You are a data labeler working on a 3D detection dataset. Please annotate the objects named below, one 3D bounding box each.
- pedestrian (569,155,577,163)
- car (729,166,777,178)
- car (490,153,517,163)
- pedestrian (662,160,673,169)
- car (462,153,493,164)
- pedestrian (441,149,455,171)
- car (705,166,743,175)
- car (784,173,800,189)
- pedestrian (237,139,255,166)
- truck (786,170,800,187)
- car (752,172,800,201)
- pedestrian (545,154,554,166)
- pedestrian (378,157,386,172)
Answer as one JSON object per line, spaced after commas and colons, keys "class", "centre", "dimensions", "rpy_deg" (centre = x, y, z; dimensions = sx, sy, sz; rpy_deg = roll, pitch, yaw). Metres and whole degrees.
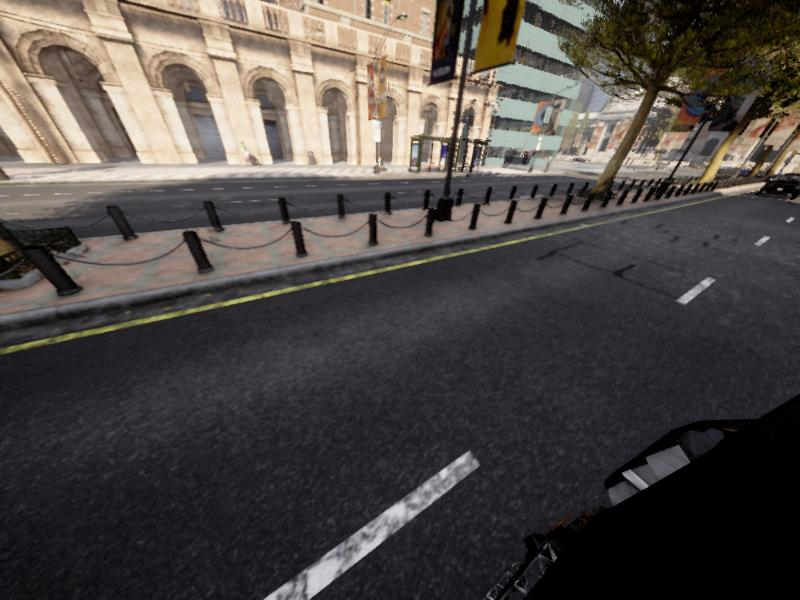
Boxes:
{"class": "pedestrian", "centre": [45.450, -37.068, 60.641], "dimensions": [0.751, 1.860, 0.751], "rpy_deg": [-15, 38, -25]}
{"class": "car", "centre": [71.550, -26.051, 46.930], "dimensions": [2.152, 1.651, 5.027], "rpy_deg": [-16, 38, -26]}
{"class": "car", "centre": [21.020, -28.821, 46.927], "dimensions": [4.902, 1.511, 2.128], "rpy_deg": [-16, 38, -26]}
{"class": "pedestrian", "centre": [66.751, -33.797, 57.621], "dimensions": [0.751, 1.860, 0.751], "rpy_deg": [-14, 37, -24]}
{"class": "car", "centre": [13.059, -23.846, 38.978], "dimensions": [4.786, 1.482, 2.161], "rpy_deg": [-16, 38, -26]}
{"class": "pedestrian", "centre": [4.843, -14.106, 23.339], "dimensions": [0.751, 1.860, 0.751], "rpy_deg": [-16, 38, -26]}
{"class": "car", "centre": [63.373, -25.349, 45.210], "dimensions": [5.357, 1.411, 2.033], "rpy_deg": [-6, 35, -13]}
{"class": "car", "centre": [45.750, -13.347, 25.920], "dimensions": [3.806, 1.475, 1.970], "rpy_deg": [-16, 38, -26]}
{"class": "pedestrian", "centre": [-12.806, -12.237, 19.233], "dimensions": [0.751, 1.860, 0.751], "rpy_deg": [-16, 38, -26]}
{"class": "truck", "centre": [51.406, -15.379, 28.483], "dimensions": [5.204, 2.467, 2.627], "rpy_deg": [-16, 38, -26]}
{"class": "car", "centre": [30.692, -9.091, 18.297], "dimensions": [5.238, 1.638, 1.930], "rpy_deg": [-16, 38, -26]}
{"class": "pedestrian", "centre": [26.943, -25.241, 41.608], "dimensions": [0.751, 1.860, 0.751], "rpy_deg": [18, 37, 21]}
{"class": "pedestrian", "centre": [-1.543, -11.824, 20.141], "dimensions": [0.500, 1.100, 0.500], "rpy_deg": [-20, 40, -30]}
